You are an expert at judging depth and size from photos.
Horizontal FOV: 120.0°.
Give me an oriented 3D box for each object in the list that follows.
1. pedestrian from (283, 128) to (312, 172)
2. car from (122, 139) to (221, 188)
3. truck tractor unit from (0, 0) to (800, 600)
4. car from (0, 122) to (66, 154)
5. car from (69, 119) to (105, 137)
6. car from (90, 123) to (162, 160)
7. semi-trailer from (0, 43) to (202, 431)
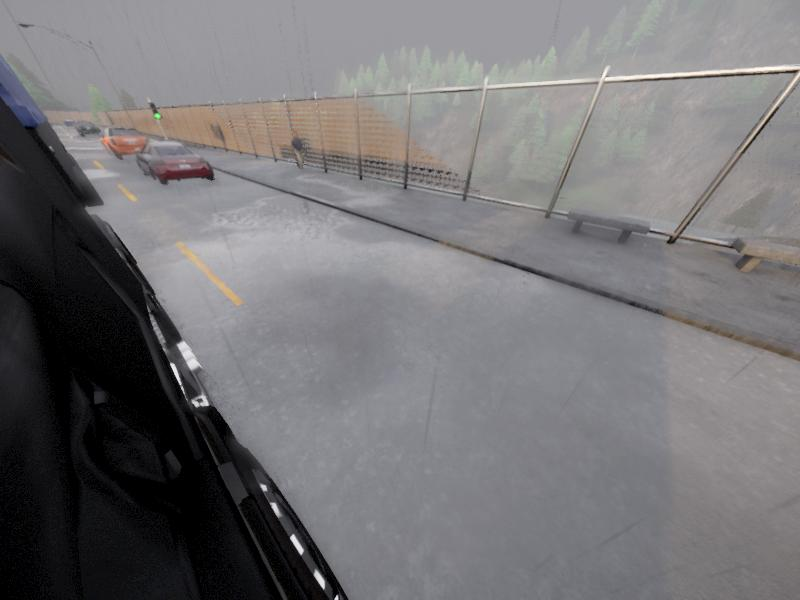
[{"bbox_3d":[-5.394,-7.909,12.218,0.751,1.860,0.751,27,43,30],"label":"pedestrian"},{"bbox_3d":[-10.199,-6.222,10.310,4.181,1.385,1.994,28,43,30],"label":"car"},{"bbox_3d":[-2.645,-0.295,0.351,6.516,4.208,3.053,28,44,30],"label":"truck tractor unit"},{"bbox_3d":[-26.428,-11.753,16.679,5.238,1.638,1.930,28,44,30],"label":"car"},{"bbox_3d":[-42.525,-23.372,31.373,4.553,1.767,2.097,28,43,30],"label":"car"},{"bbox_3d":[-18.564,-10.770,15.645,4.553,1.767,2.097,27,43,30],"label":"car"},{"bbox_3d":[-8.706,-3.577,4.254,14.254,4.402,2.717,28,44,30],"label":"semi-trailer"}]
